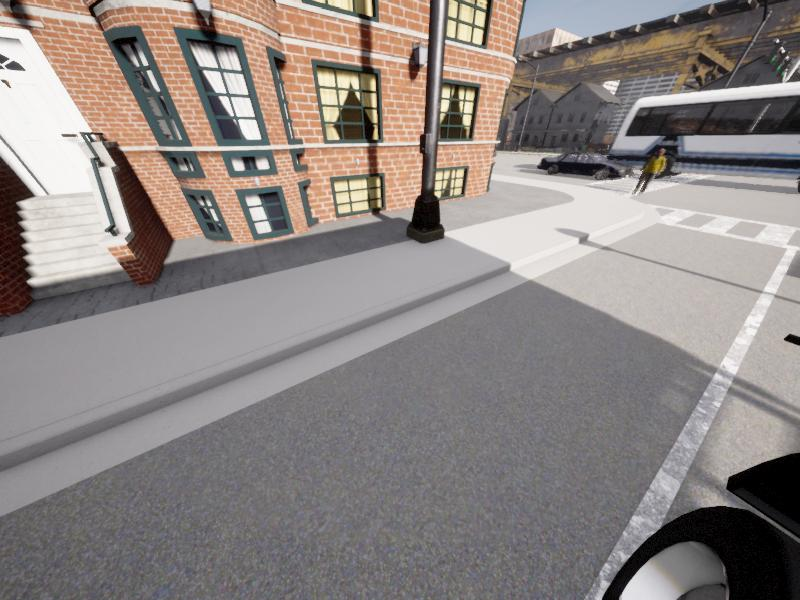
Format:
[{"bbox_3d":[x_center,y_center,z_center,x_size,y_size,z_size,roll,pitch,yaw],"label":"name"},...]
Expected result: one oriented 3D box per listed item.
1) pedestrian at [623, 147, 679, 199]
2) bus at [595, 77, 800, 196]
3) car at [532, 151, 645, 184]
[{"bbox_3d":[10.744,-5.474,9.955,0.751,1.860,0.751,-18,39,-23],"label":"pedestrian"},{"bbox_3d":[18.130,-8.635,12.361,3.944,4.253,10.273,-20,39,-26],"label":"bus"},{"bbox_3d":[12.160,-9.014,15.417,2.033,1.411,5.357,-20,40,-26],"label":"car"}]
